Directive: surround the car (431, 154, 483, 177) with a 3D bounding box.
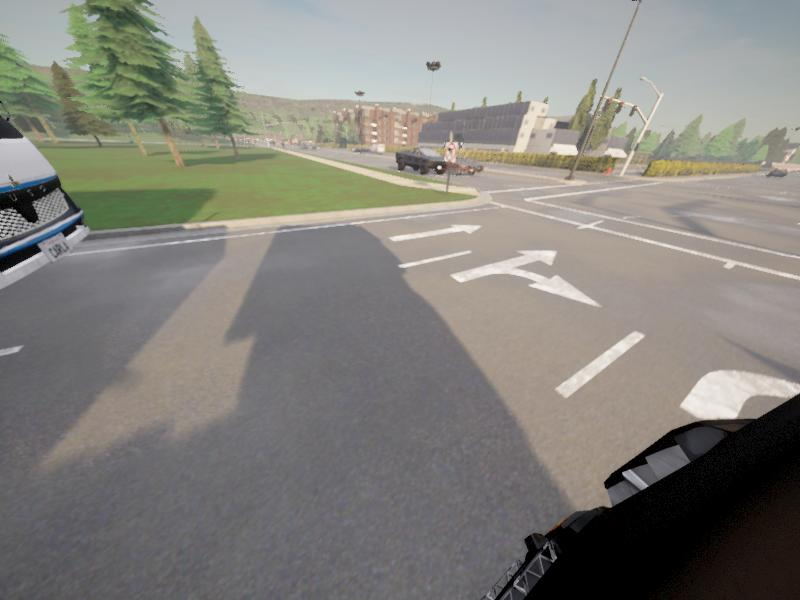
[{"bbox_3d":[5.633,-13.925,23.777,2.152,1.651,5.027,-16,38,-26],"label":"car"}]

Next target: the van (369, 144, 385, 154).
[{"bbox_3d":[-7.118,-46.891,71.628,2.351,2.431,6.366,-16,38,-26],"label":"van"}]

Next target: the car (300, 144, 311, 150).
[{"bbox_3d":[-30.252,-48.799,73.630,2.038,1.542,4.974,-17,38,-27],"label":"car"}]

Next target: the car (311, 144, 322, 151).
[{"bbox_3d":[-26.953,-49.453,74.766,2.033,1.649,4.856,-17,39,-27],"label":"car"}]

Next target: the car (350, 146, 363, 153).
[{"bbox_3d":[-12.993,-44.580,68.544,2.038,1.542,4.974,-16,38,-26],"label":"car"}]

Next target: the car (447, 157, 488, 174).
[{"bbox_3d":[7.708,-15.604,26.677,1.994,1.385,4.181,-17,38,-26],"label":"car"}]

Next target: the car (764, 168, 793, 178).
[{"bbox_3d":[74.942,-25.127,45.688,4.902,1.511,2.128,-16,38,-26],"label":"car"}]

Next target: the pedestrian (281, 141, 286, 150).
[{"bbox_3d":[-28.759,-38.010,56.928,0.751,1.860,0.751,-15,38,-25],"label":"pedestrian"}]

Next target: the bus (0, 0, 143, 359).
[{"bbox_3d":[-9.563,-0.905,0.759,10.273,4.253,3.944,-16,38,-26],"label":"bus"}]

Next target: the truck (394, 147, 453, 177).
[{"bbox_3d":[2.029,-13.817,22.925,2.390,2.098,6.274,-17,38,-26],"label":"truck"}]

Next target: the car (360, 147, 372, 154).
[{"bbox_3d":[-10.358,-45.797,70.639,1.812,1.442,4.674,-16,38,-26],"label":"car"}]
